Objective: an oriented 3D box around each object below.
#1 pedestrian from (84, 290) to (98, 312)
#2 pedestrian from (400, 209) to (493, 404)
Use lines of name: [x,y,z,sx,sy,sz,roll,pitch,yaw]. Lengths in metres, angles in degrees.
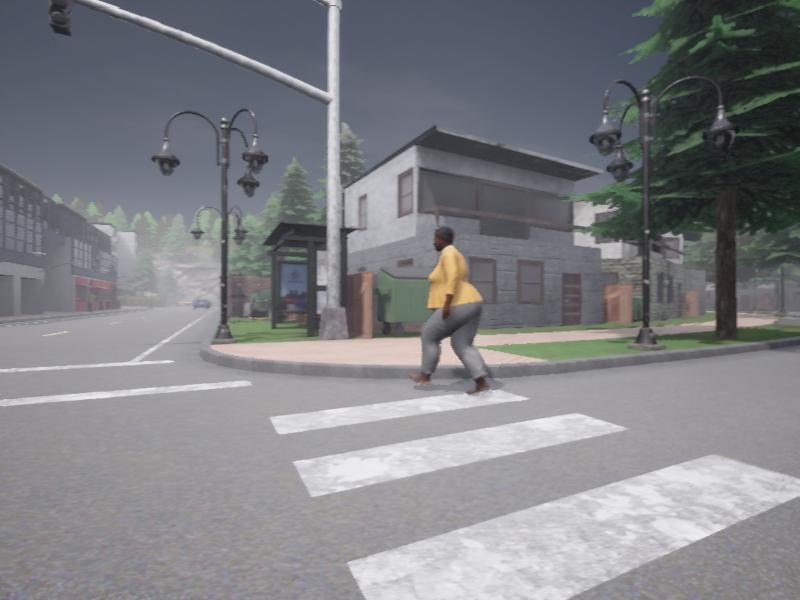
pedestrian: [-26.000,0.067,33.689,0.751,1.860,0.751,0,0,-25]
pedestrian: [0.519,0.062,4.331,0.751,1.860,0.751,0,0,30]
